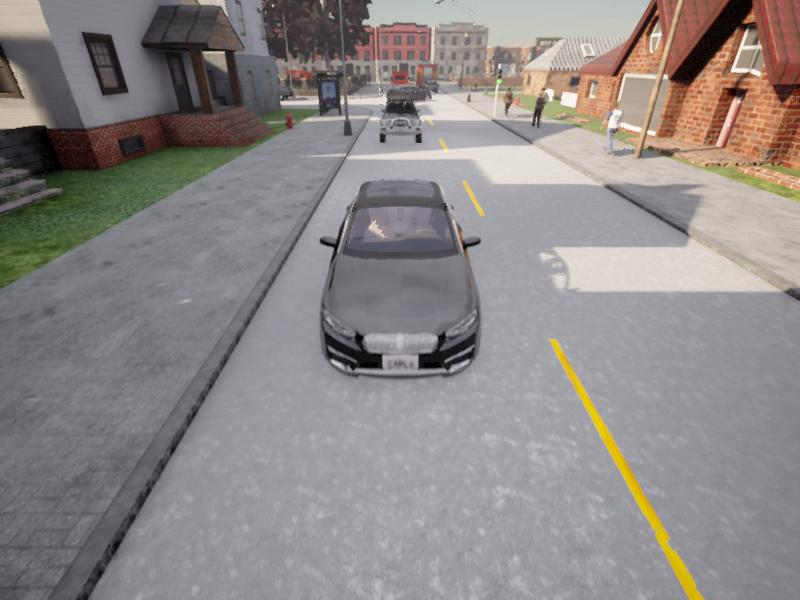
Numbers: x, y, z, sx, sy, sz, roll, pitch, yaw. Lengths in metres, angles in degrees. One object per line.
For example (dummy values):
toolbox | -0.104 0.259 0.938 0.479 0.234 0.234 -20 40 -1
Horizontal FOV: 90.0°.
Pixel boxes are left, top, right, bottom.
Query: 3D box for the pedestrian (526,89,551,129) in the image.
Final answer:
pedestrian | 7.465 -10.313 21.614 0.751 1.860 0.751 -1 30 -2

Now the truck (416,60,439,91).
truck | 4.023 -34.506 61.390 2.891 3.827 8.468 0 30 0

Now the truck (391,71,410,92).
truck | 0.009 -31.312 57.258 2.627 2.467 5.204 0 30 0

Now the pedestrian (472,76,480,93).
pedestrian | 9.651 -27.324 50.775 0.751 1.860 0.751 2 30 3

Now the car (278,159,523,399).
car | 0.005 -0.837 5.970 2.128 1.511 4.902 0 30 0

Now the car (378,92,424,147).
car | 0.025 -8.697 19.069 1.932 1.855 4.605 0 31 0

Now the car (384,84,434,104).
car | 0.921 -20.515 39.717 4.892 1.490 1.837 -20 37 -31

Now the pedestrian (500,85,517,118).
pedestrian | 7.089 -12.976 26.178 0.751 1.860 0.751 3 30 5

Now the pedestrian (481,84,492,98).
pedestrian | 9.190 -22.191 42.533 0.751 1.300 0.751 -6 31 -10

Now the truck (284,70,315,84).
truck | -19.868 -44.295 79.505 5.204 2.467 2.627 0 30 -1

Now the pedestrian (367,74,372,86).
pedestrian | -5.242 -37.742 68.631 0.751 1.860 0.751 0 30 0

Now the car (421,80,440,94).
car | 4.015 -28.546 53.468 2.128 1.511 4.902 0 30 0

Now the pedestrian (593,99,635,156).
pedestrian | 7.974 -6.444 14.982 0.751 1.860 0.751 2 30 4

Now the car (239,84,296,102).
car | -13.353 -21.042 40.600 4.902 1.511 2.128 0 30 0

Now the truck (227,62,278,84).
truck | -29.028 -44.882 79.164 8.468 3.827 2.891 0 30 0

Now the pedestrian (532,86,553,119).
pedestrian | 9.129 -12.670 25.656 0.751 1.860 0.751 0 30 0
